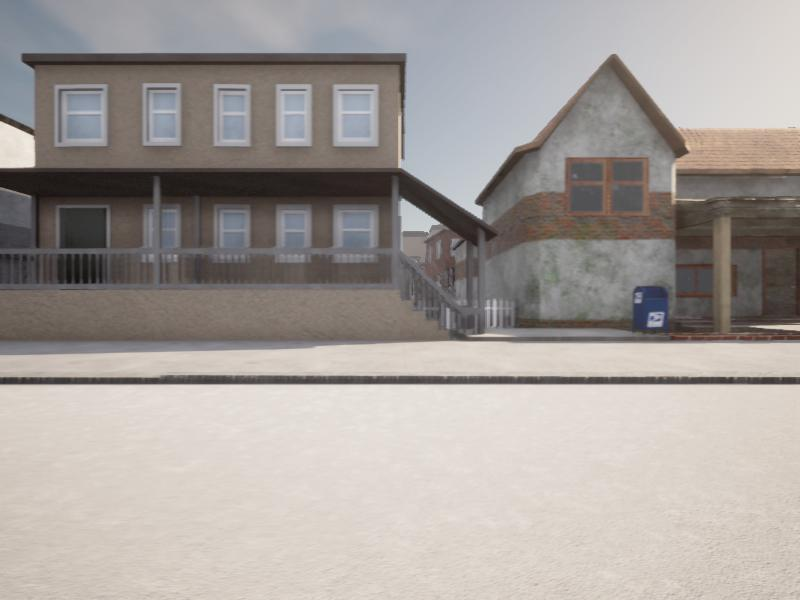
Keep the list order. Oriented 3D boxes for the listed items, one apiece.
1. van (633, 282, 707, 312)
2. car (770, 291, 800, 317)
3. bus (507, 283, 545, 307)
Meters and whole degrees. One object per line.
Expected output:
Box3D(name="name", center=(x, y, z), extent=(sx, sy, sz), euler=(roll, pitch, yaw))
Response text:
Box3D(name="van", center=(23.843, -0.230, 35.762), extent=(2.351, 2.431, 6.366), euler=(0, 0, 0))
Box3D(name="car", center=(23.842, 0.236, 22.354), extent=(1.837, 1.490, 4.892), euler=(0, 0, 0))
Box3D(name="bus", center=(23.975, -0.927, 76.744), extent=(3.944, 4.253, 10.273), euler=(0, 0, 0))
